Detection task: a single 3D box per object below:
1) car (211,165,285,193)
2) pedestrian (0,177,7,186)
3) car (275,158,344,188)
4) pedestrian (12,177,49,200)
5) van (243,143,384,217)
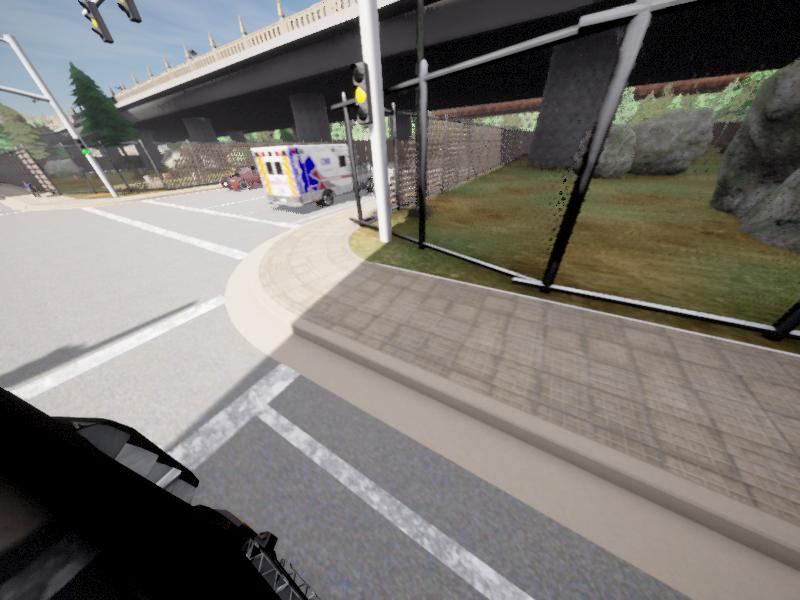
[{"bbox_3d":[-11.617,-9.511,18.008,1.994,1.385,4.181,16,38,26],"label":"car"},{"bbox_3d":[-51.210,-15.457,29.162,0.751,1.860,0.751,25,43,35],"label":"pedestrian"},{"bbox_3d":[-7.056,-10.335,18.618,2.242,1.667,4.611,16,38,26],"label":"car"},{"bbox_3d":[-25.901,-7.824,16.226,0.751,1.300,0.751,27,44,37],"label":"pedestrian"},{"bbox_3d":[-3.609,-6.318,11.629,2.351,2.431,6.366,16,38,26],"label":"van"}]
